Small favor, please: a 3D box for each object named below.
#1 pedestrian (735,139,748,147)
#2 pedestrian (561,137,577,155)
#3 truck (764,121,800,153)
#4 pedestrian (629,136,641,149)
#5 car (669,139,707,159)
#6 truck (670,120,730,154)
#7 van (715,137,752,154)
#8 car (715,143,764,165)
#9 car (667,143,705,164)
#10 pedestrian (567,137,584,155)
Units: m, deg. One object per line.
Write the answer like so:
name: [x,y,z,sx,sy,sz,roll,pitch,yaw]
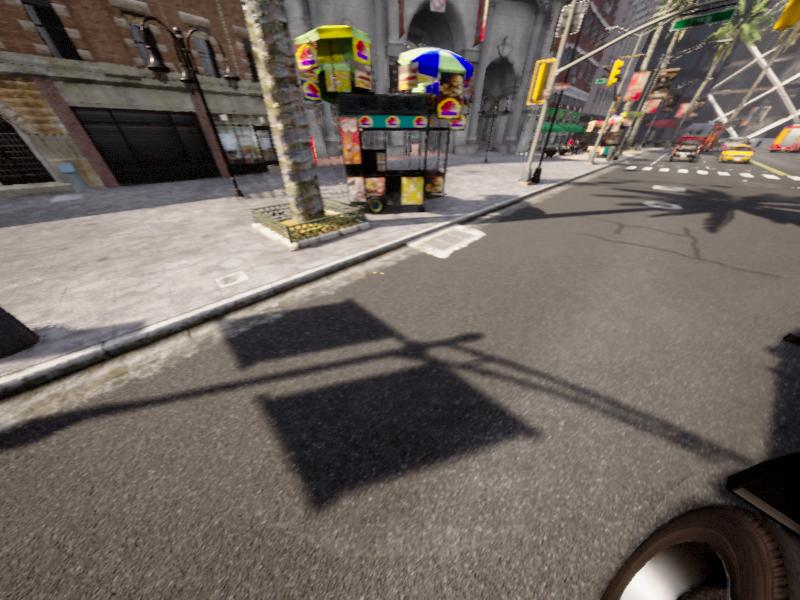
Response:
pedestrian: [74.367,-34.251,50.341,0.751,1.300,0.751,4,36,6]
pedestrian: [21.243,-19.336,29.008,0.751,1.860,0.751,-4,36,-6]
truck: [62.232,-24.991,35.519,8.468,3.827,2.891,-12,37,-16]
pedestrian: [43.438,-29.179,42.774,0.751,1.860,0.751,-28,44,-34]
car: [33.799,-17.787,27.196,4.553,1.767,2.097,-29,45,-35]
truck: [45.326,-24.524,34.873,8.468,3.827,2.891,-22,41,-27]
van: [49.077,-22.768,33.991,4.442,1.987,1.775,-20,40,-26]
car: [32.732,-14.257,22.439,5.366,1.575,1.801,-30,45,-34]
car: [28.615,-14.773,23.192,3.705,1.549,1.789,-29,45,-35]
pedestrian: [22.094,-19.408,29.109,0.751,1.860,0.751,-2,36,-3]
